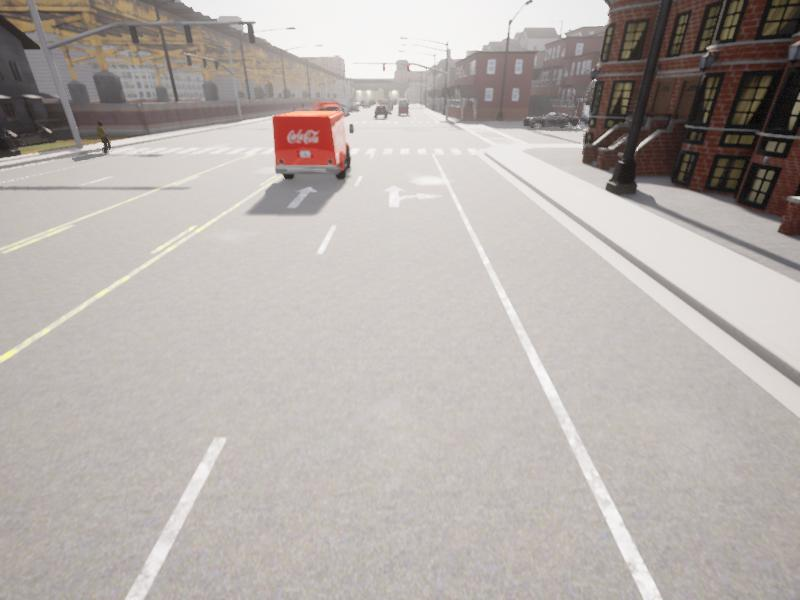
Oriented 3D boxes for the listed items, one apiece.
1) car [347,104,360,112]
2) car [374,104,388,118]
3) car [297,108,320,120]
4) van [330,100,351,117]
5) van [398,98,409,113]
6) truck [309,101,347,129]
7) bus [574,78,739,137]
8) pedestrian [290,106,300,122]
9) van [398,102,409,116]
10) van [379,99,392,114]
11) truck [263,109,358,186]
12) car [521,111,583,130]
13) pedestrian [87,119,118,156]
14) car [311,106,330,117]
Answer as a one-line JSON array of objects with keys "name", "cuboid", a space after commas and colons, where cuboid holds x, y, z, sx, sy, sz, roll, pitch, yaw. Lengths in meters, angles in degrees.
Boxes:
[{"name": "car", "cuboid": [-9.703, -40.360, 84.178, 2.033, 1.411, 5.357, 0, 27, 0]}, {"name": "car", "cuboid": [-2.924, -29.575, 62.518, 1.932, 1.855, 4.605, 0, 27, 0]}, {"name": "car", "cuboid": [-13.463, -27.572, 59.153, 2.033, 1.411, 5.357, 0, 27, 1]}, {"name": "van", "cuboid": [-9.873, -32.248, 67.163, 2.351, 2.431, 6.366, 0, 27, 1]}, {"name": "van", "cuboid": [0.742, -39.860, 81.911, 1.988, 2.561, 5.915, 0, 26, 1]}, {"name": "truck", "cuboid": [-7.891, -20.226, 43.590, 2.627, 2.467, 5.204, -12, 29, -20]}, {"name": "bus", "cuboid": [20.877, -16.057, 33.395, 10.273, 4.253, 3.944, 0, 27, 0]}, {"name": "pedestrian", "cuboid": [-13.298, -23.527, 50.668, 0.751, 1.860, 0.751, 3, 27, 6]}, {"name": "van", "cuboid": [0.635, -33.414, 69.910, 1.775, 1.987, 4.442, 0, 27, 1]}, {"name": "van", "cuboid": [-2.763, -37.862, 78.137, 2.351, 2.431, 6.366, 0, 27, 0]}, {"name": "truck", "cuboid": [-3.439, -6.604, 16.904, 2.627, 2.467, 5.204, 0, 27, 1]}, {"name": "car", "cuboid": [15.167, -18.037, 40.155, 5.238, 1.638, 1.930, 0, 27, 1]}, {"name": "pedestrian", "cuboid": [-16.875, -9.245, 22.715, 0.751, 1.860, 0.751, -7, 28, -13]}, {"name": "car", "cuboid": [-13.379, -31.863, 67.553, 2.033, 1.411, 5.357, 0, 27, 0]}]
